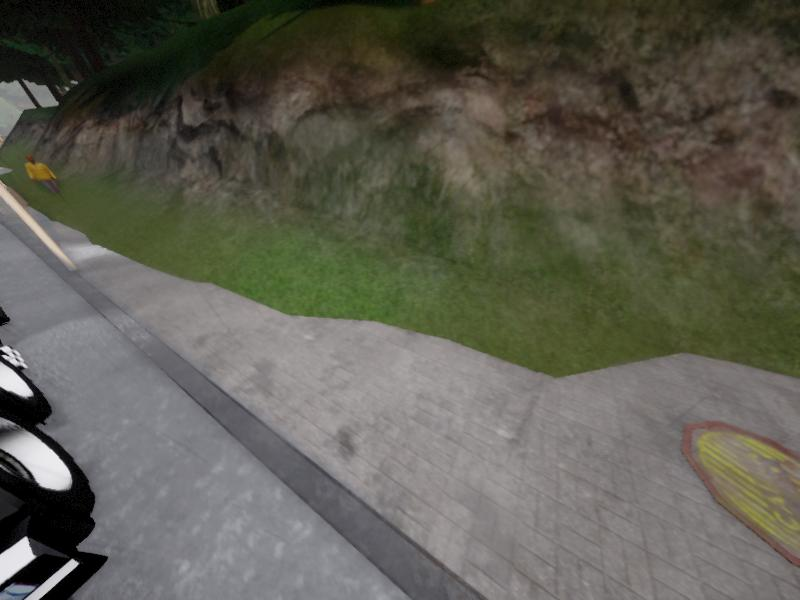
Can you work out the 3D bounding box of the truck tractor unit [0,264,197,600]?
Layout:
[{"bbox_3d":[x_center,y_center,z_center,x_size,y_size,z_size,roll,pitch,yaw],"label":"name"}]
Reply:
[{"bbox_3d":[-5.115,-0.295,0.785,6.516,4.208,3.053,18,39,24],"label":"truck tractor unit"}]

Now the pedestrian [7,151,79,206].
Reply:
[{"bbox_3d":[-14.334,-4.910,9.336,0.751,1.860,0.751,23,41,30],"label":"pedestrian"}]
